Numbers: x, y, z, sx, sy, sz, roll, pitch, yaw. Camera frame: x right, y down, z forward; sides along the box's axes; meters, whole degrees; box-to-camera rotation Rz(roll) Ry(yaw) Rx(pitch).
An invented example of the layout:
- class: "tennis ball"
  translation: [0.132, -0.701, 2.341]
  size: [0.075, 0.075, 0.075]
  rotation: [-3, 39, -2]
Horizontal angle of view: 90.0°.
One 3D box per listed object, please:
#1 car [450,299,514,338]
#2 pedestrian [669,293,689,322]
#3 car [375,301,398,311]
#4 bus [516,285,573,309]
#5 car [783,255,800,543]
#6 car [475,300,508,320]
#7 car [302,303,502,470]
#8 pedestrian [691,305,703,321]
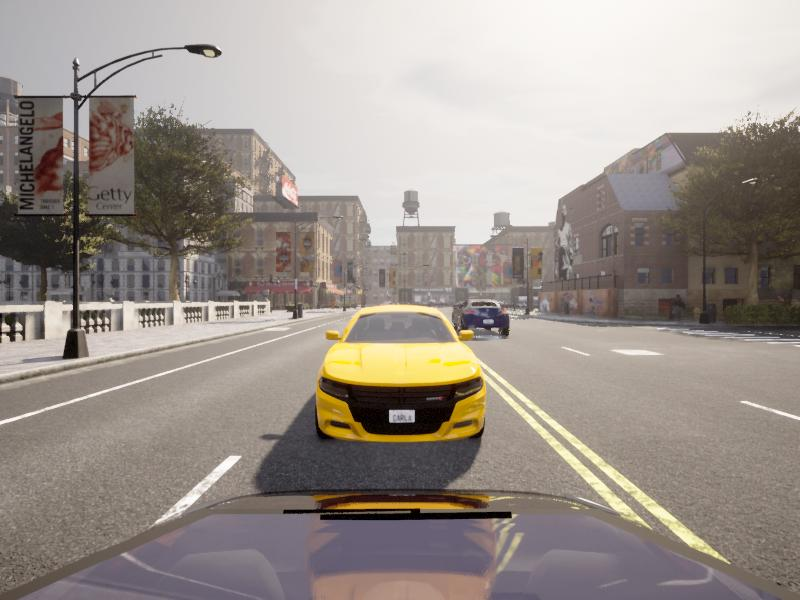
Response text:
- class: "car"
  translation: [3.802, 0.781, 19.520]
  size: [2.152, 1.651, 5.027]
  rotation: [0, 0, 1]
- class: "pedestrian"
  translation: [17.921, 0.485, 25.714]
  size: [0.751, 1.860, 0.751]
  rotation: [0, 0, -24]
- class: "car"
  translation: [-1.999, 0.864, 61.206]
  size: [2.002, 1.452, 4.674]
  rotation: [0, 0, 20]
- class: "bus"
  translation: [27.630, -0.538, 76.254]
  size: [10.273, 4.253, 3.944]
  rotation: [0, 0, -22]
- class: "car"
  translation: [3.535, 0.646, 0.777]
  size: [1.905, 1.878, 3.866]
  rotation: [0, 0, 1]
- class: "car"
  translation: [7.563, 0.788, 33.545]
  size: [1.851, 1.617, 3.988]
  rotation: [0, 0, 0]
- class: "car"
  translation: [-0.014, 0.823, 6.265]
  size: [1.882, 1.535, 5.008]
  rotation: [0, 0, -1]
- class: "pedestrian"
  translation: [19.832, 0.865, 26.691]
  size: [0.500, 1.100, 0.500]
  rotation: [0, 0, -27]
